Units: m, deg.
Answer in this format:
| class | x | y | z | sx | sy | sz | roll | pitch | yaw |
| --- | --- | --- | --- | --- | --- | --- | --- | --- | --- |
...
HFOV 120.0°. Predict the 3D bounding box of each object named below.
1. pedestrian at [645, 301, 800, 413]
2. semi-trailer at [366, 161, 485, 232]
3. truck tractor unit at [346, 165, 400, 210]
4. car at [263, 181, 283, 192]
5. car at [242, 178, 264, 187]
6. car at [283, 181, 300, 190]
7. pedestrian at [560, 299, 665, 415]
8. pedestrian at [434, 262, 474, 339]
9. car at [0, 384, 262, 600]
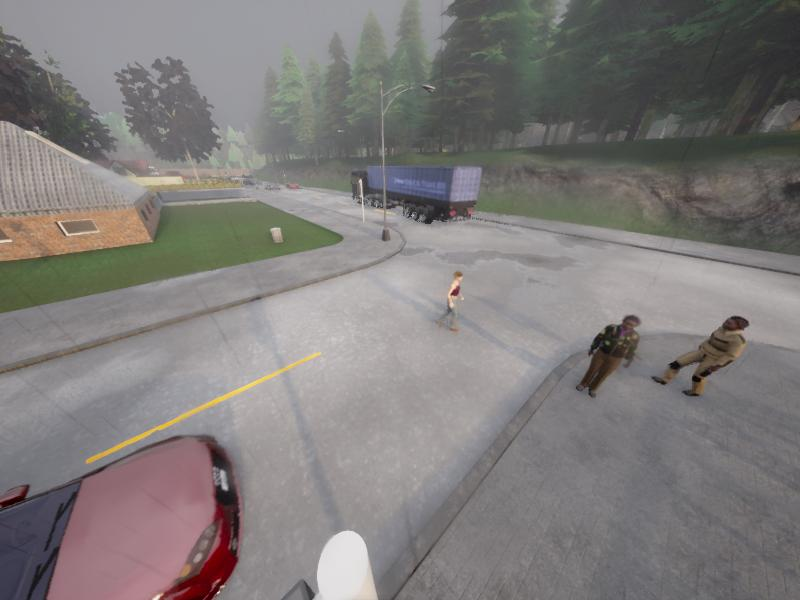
| class | x | y | z | sx | sy | sz | roll | pitch | yaw |
| --- | --- | --- | --- | --- | --- | --- | --- | --- | --- |
| pedestrian | 5.670 | 1.057 | 4.247 | 0.751 | 1.860 | 0.751 | 11 | 32 | 18 |
| semi-trailer | 1.035 | -10.252 | 21.540 | 2.717 | 4.402 | 14.254 | -16 | 33 | -26 |
| truck tractor unit | -3.202 | -13.494 | 27.364 | 3.053 | 4.208 | 6.516 | -23 | 37 | -33 |
| car | -24.851 | -22.163 | 45.066 | 2.038 | 1.542 | 4.974 | -23 | 37 | -34 |
| car | -35.603 | -28.453 | 55.872 | 5.027 | 1.651 | 2.152 | 17 | 34 | 27 |
| car | -22.592 | -23.925 | 48.124 | 1.845 | 1.501 | 3.633 | -23 | 37 | -34 |
| pedestrian | 3.798 | 1.044 | 4.252 | 0.751 | 1.860 | 0.751 | -25 | 39 | -37 |
| pedestrian | 1.432 | 0.024 | 6.262 | 0.751 | 1.860 | 0.751 | 11 | 32 | 18 |
| car | -3.865 | 2.875 | 1.865 | 4.181 | 1.385 | 1.994 | -23 | 37 | -34 |
